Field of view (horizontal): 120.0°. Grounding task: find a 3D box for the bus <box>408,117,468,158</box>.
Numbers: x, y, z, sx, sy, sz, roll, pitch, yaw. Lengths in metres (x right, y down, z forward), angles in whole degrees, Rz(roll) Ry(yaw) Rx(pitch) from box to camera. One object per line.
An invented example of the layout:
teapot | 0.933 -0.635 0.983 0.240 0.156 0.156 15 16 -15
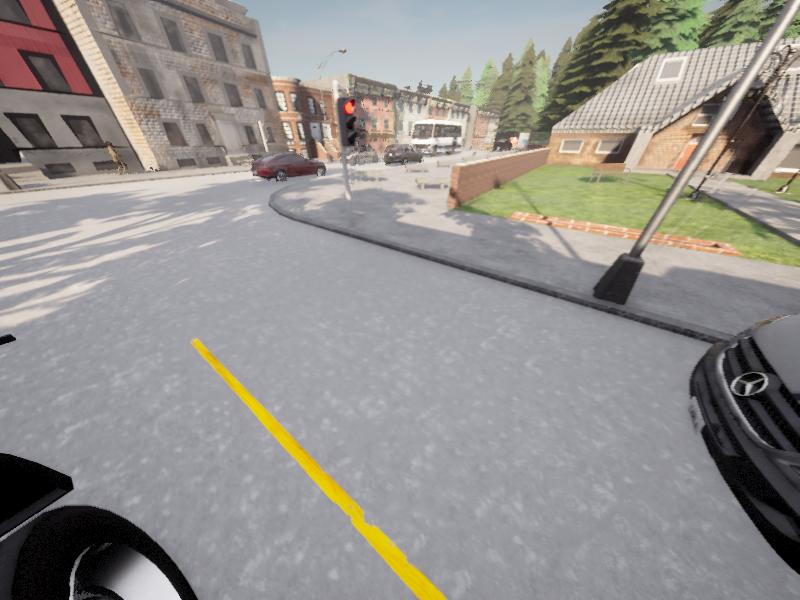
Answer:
bus | 5.702 -23.564 33.671 3.944 4.253 10.273 23 41 28

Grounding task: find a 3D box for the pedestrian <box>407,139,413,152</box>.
pedestrian | 1.701 -27.020 40.474 0.751 1.860 0.751 -28 44 -34

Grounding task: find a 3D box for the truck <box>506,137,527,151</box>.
truck | 26.647 -35.614 52.730 2.627 2.467 5.204 23 41 28

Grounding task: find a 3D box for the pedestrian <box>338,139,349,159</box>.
pedestrian | -6.631 -17.828 27.285 0.751 1.860 0.751 21 40 27

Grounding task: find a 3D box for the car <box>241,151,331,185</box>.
car | -6.916 -8.472 14.604 1.812 1.442 4.674 23 41 28

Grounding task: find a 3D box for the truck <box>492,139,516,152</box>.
truck | 20.662 -30.800 45.930 2.390 2.098 6.274 23 41 28

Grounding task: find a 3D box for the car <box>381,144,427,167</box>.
car | 0.460 -14.541 23.073 2.242 1.667 4.611 23 41 29

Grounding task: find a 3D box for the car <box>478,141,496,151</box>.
car | 18.556 -32.860 49.279 1.801 1.575 5.366 23 41 28

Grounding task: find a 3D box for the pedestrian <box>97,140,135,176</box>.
pedestrian | -17.880 -8.938 14.583 0.751 1.860 0.751 27 43 32

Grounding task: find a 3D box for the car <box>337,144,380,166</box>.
car | -4.085 -14.793 23.447 1.851 1.617 3.988 23 41 28

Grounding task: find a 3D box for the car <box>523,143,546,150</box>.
car | 34.314 -39.370 59.140 4.514 1.525 2.007 -3 35 -5

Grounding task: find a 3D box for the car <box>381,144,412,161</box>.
car | -0.374 -17.723 27.700 1.845 1.501 3.633 23 41 28

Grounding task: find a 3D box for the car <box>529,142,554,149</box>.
car | 38.063 -41.610 62.272 5.366 1.575 1.801 5 35 6
